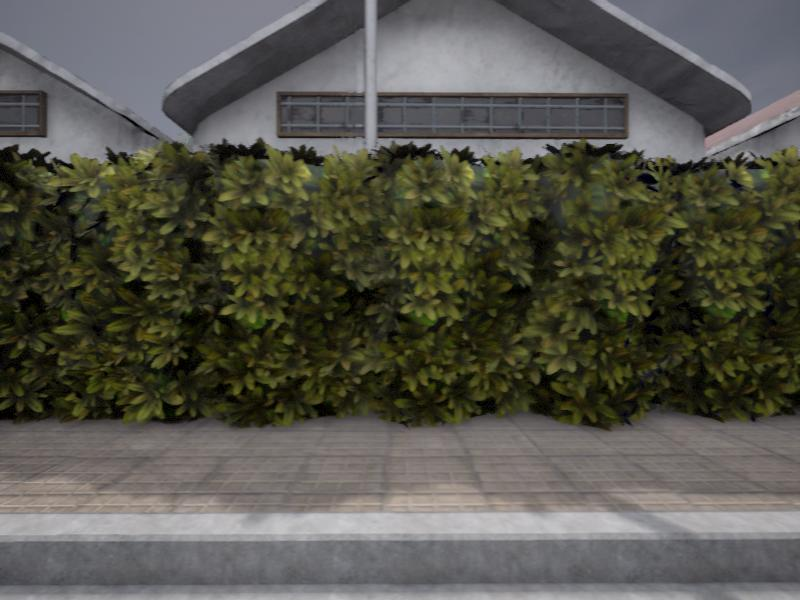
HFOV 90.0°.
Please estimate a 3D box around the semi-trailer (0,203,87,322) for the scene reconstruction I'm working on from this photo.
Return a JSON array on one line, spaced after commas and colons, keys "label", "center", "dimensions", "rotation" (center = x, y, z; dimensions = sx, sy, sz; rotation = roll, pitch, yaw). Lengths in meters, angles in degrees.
[{"label": "semi-trailer", "center": [-16.138, -1.381, 11.812], "dimensions": [2.717, 4.402, 14.254], "rotation": [0, 0, 0]}]
